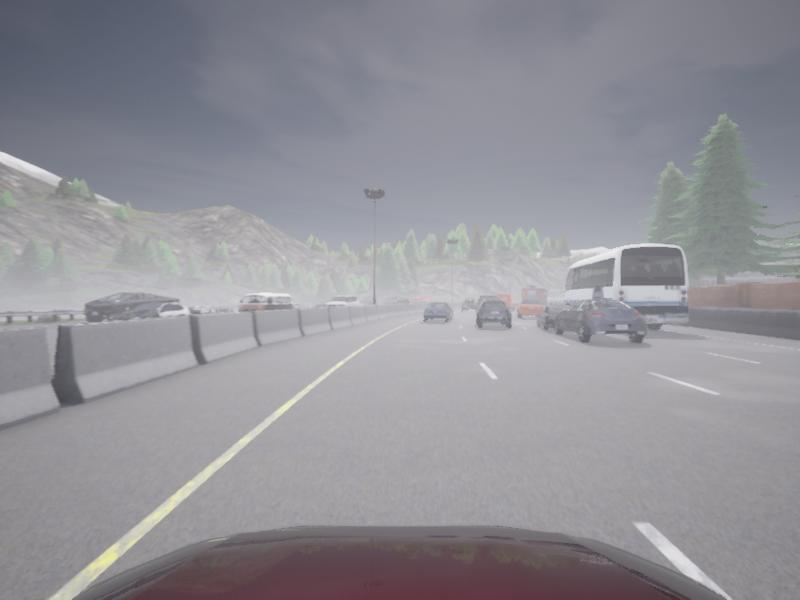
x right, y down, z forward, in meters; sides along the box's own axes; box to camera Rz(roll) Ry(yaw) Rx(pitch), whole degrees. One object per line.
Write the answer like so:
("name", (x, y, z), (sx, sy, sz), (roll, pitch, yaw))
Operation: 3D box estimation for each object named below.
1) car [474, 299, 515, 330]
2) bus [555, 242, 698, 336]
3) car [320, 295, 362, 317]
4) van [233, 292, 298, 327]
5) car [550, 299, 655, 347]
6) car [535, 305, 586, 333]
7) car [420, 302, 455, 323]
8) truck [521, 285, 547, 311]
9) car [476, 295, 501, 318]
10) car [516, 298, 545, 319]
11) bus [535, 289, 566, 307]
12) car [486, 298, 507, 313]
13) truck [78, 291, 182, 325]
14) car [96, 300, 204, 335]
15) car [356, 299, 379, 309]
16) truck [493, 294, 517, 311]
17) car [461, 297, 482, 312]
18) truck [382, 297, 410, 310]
("car", (5.542, 0.770, 24.123), (2.033, 1.649, 4.856), (0, 0, 9))
("bus", (12.366, -0.532, 23.519), (3.944, 4.253, 10.273), (0, 0, 9))
("car", (-5.652, 0.540, 39.360), (2.150, 2.045, 5.566), (0, 0, 14))
("van", (-8.410, 0.549, 25.568), (2.069, 2.038, 4.480), (0, 0, 9))
("car", (7.917, 0.780, 16.300), (2.152, 1.651, 5.027), (0, 0, 6))
("car", (8.606, 0.941, 21.881), (1.895, 1.301, 4.718), (0, 0, 13))
("car", (2.940, 0.880, 30.044), (2.033, 1.411, 5.357), (0, 0, 12))
("truck", (21.223, -0.334, 62.929), (2.891, 3.827, 8.468), (0, 0, 25))
("car", (8.493, 0.557, 38.107), (2.150, 2.045, 5.566), (0, 0, 15))
("car", (11.438, 0.686, 35.412), (2.097, 1.767, 4.553), (0, 0, 14))
("bus", (38.285, -0.555, 101.778), (3.944, 4.253, 10.273), (0, 0, 42))
("car", (12.088, 0.678, 49.695), (2.097, 1.767, 4.553), (0, 0, 19))
("truck", (-18.626, 0.504, 28.165), (2.390, 2.098, 6.274), (0, 0, 10))
("car", (-12.624, 0.802, 20.740), (2.038, 1.542, 4.974), (0, 0, 8))
("car", (-5.766, 0.719, 71.282), (2.033, 1.649, 4.856), (0, 0, 24))
("truck", (15.452, 0.343, 58.508), (2.627, 2.467, 5.204), (0, 0, 23))
("car", (9.478, 0.628, 53.033), (1.932, 1.855, 4.605), (0, -1, 21))
("truck", (-0.574, 0.499, 65.635), (2.390, 2.098, 6.274), (0, 0, 22))
